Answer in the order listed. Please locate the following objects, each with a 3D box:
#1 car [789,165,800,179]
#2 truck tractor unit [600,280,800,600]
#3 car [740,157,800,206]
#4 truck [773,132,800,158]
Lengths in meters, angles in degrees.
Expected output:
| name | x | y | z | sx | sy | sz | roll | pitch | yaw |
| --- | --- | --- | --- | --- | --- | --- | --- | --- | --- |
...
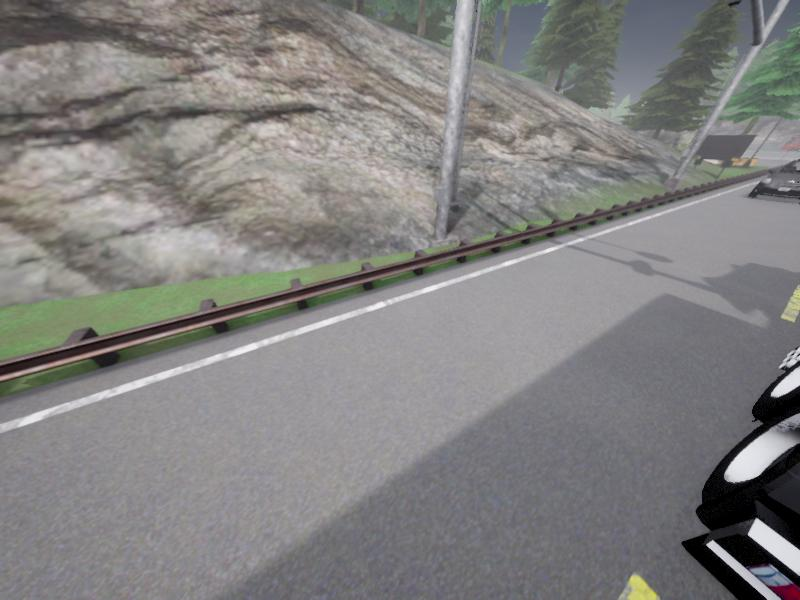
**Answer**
| name | x | y | z | sx | sy | sz | roll | pitch | yaw |
| --- | --- | --- | --- | --- | --- | --- | --- | --- | --- |
| car | 32.442 | -10.123 | 17.501 | 4.792 | 1.488 | 2.163 | -18 | 39 | -24 |
| truck tractor unit | 5.136 | -0.275 | 0.745 | 6.516 | 4.208 | 3.053 | -17 | 38 | -23 |
| car | 18.552 | -5.616 | 10.806 | 3.988 | 1.617 | 1.851 | -18 | 39 | -24 |
| truck | 74.791 | -27.226 | 40.691 | 2.891 | 3.827 | 8.468 | -19 | 39 | -25 |
